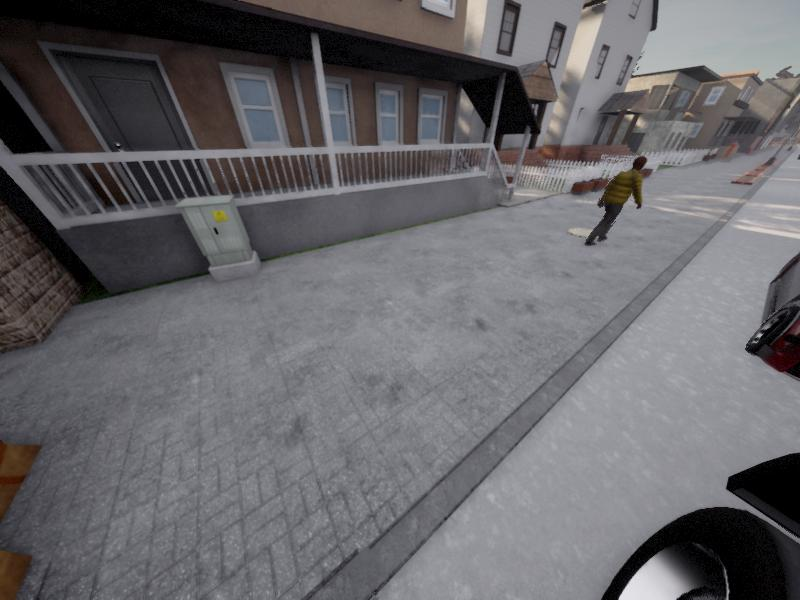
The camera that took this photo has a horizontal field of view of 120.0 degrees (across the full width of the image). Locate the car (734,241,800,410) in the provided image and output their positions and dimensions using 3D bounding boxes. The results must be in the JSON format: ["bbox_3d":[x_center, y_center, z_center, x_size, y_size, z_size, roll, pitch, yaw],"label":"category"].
[{"bbox_3d":[6.070,0.121,2.535,4.181,1.385,1.994,-22,41,-28],"label":"car"}]

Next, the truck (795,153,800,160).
[{"bbox_3d":[48.324,-17.873,25.624,8.468,3.827,2.891,-22,41,-28],"label":"truck"}]

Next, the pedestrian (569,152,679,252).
[{"bbox_3d":[4.678,-2.091,5.012,0.751,1.860,0.751,-5,35,-6],"label":"pedestrian"}]

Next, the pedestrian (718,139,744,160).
[{"bbox_3d":[35.750,-16.289,24.946,0.751,1.860,0.751,-20,40,-26],"label":"pedestrian"}]
